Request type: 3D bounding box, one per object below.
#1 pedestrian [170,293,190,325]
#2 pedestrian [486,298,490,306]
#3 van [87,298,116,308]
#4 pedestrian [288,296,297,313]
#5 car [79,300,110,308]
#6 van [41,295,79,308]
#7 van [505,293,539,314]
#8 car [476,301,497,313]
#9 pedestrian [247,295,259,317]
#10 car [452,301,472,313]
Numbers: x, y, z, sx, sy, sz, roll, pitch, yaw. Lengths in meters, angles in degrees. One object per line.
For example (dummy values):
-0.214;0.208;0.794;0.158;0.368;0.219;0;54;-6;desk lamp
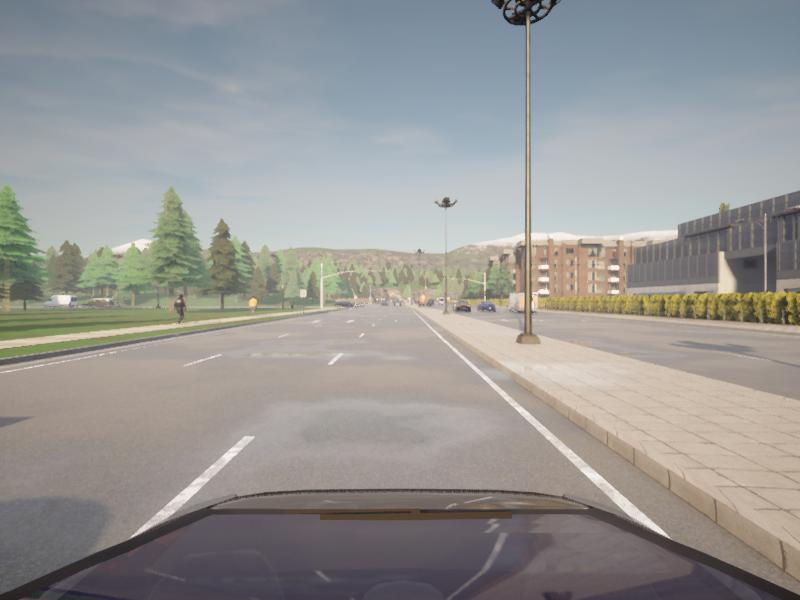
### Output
-12.804;0.506;23.297;0.751;1.860;0.751;0;0;1;pedestrian
20.969;0.568;95.043;0.751;1.860;0.751;0;0;0;pedestrian
-62.613;0.648;83.875;4.480;2.038;2.069;0;0;1;van
-12.500;0.526;46.490;0.751;1.860;0.751;0;0;2;pedestrian
-66.760;0.848;87.452;5.238;1.638;1.930;0;0;1;car
-68.385;0.371;80.485;5.915;2.561;1.988;0;0;1;van
15.229;0.422;50.337;2.351;2.431;6.366;0;0;0;van
11.755;0.918;54.569;1.812;1.442;4.674;0;0;0;car
-12.654;0.516;34.517;0.751;1.860;0.751;0;0;2;pedestrian
8.249;0.873;53.841;2.038;1.542;4.974;0;0;1;car
